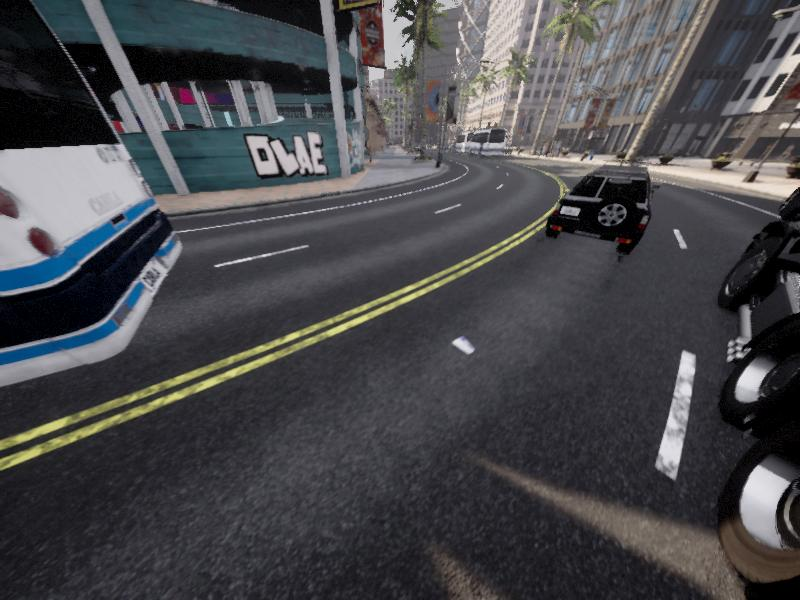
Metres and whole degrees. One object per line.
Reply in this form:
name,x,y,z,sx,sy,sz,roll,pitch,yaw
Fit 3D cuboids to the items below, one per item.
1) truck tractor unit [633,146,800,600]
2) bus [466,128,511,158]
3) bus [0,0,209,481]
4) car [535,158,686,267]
truck tractor unit,4.897,-0.468,1.044,6.516,4.208,3.053,-26,42,-33
bus,16.291,-29.806,43.957,3.944,4.253,10.273,-1,35,-2
bus,-7.858,-0.134,0.526,10.273,4.253,3.944,-17,39,-23
car,5.926,-2.828,6.579,1.932,1.855,4.605,28,43,34
